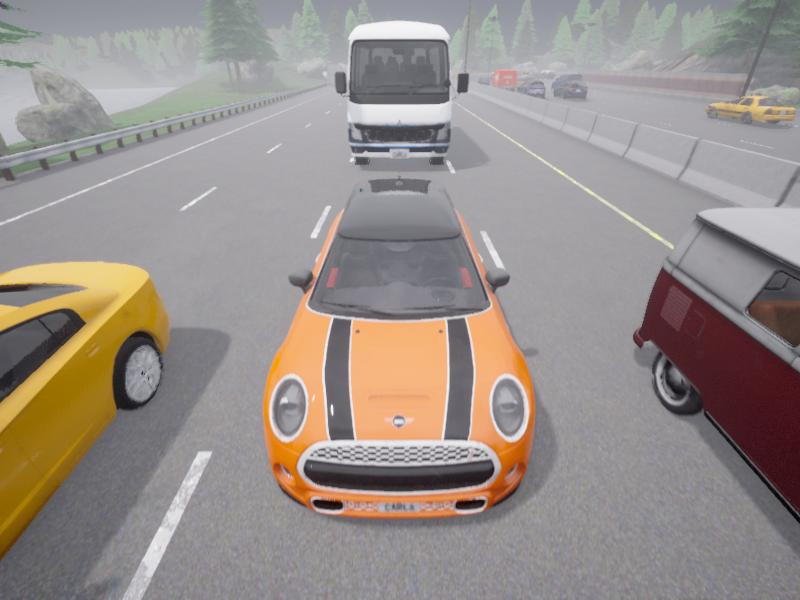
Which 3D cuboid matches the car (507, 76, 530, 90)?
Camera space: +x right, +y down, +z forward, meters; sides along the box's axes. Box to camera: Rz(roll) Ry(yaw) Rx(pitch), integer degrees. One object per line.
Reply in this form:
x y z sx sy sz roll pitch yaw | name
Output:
17.308 -31.857 58.652 1.801 1.575 5.366 1 30 1 | car

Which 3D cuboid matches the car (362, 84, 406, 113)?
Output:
-1.138 -15.583 30.833 2.242 1.667 4.611 6 31 11 | car

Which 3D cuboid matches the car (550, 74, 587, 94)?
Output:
20.837 -26.928 49.771 2.150 2.045 5.566 0 30 0 | car

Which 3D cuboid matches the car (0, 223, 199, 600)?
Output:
-3.507 1.099 2.570 1.882 1.535 5.008 0 31 0 | car

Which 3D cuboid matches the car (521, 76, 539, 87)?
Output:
20.990 -35.343 64.627 1.837 1.490 4.892 3 31 6 | car

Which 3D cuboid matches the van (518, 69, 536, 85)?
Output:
23.332 -41.001 73.335 2.351 2.431 6.366 11 32 17 | van

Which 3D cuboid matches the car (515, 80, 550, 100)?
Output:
13.866 -22.237 42.199 2.033 1.649 4.856 0 30 0 | car

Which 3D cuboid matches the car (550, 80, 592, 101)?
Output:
17.372 -21.476 40.863 2.242 1.667 4.611 0 31 0 | car

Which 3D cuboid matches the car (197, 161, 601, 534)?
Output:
-0.008 -0.176 4.489 2.097 1.767 4.553 0 30 0 | car

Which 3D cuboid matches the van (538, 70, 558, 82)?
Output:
31.484 -47.706 85.146 2.069 2.038 4.480 24 38 35 | van

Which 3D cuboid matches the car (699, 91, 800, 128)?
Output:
20.943 -11.569 24.091 1.801 1.575 5.366 0 30 0 | car

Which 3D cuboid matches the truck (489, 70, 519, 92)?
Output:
13.821 -29.435 53.613 2.627 2.467 5.204 0 30 0 | truck

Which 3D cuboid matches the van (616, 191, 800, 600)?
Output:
3.493 0.935 2.412 1.775 1.987 4.442 0 30 0 | van

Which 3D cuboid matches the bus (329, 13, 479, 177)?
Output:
0.091 -8.399 16.047 3.944 4.253 10.273 0 31 0 | bus
